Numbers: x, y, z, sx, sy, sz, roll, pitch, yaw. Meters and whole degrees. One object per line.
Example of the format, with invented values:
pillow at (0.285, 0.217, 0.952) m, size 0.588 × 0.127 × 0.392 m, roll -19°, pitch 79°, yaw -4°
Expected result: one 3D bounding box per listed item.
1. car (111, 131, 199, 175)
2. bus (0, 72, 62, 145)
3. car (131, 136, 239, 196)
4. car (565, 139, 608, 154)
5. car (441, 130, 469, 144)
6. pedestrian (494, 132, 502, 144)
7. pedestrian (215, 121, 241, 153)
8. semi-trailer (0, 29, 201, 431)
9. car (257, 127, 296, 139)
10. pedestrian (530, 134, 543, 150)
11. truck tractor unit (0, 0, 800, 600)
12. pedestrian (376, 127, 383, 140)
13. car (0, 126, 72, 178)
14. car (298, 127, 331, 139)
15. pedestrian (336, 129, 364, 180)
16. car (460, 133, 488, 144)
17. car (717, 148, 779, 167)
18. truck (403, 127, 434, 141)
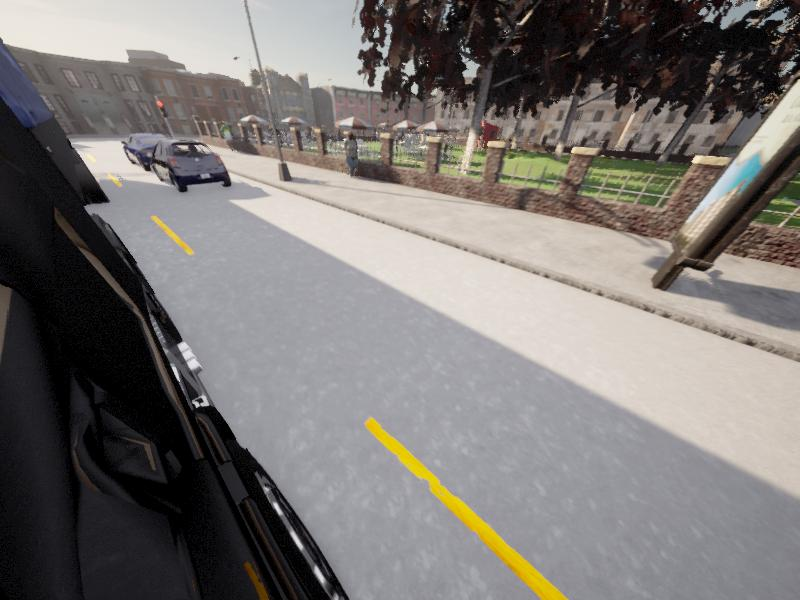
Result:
car at (-12.570, -7.635, 11.815) m, size 4.674 × 1.442 × 1.812 m, roll 27°, pitch 43°, yaw 29°
bus at (-32.735, -13.183, 15.611) m, size 3.944 × 4.253 × 10.273 m, roll 28°, pitch 43°, yaw 30°
car at (-8.257, -5.296, 8.898) m, size 3.633 × 1.501 × 1.845 m, roll 28°, pitch 44°, yaw 29°
car at (29.049, -24.026, 36.106) m, size 4.902 × 1.511 × 2.128 m, roll 28°, pitch 44°, yaw 30°
car at (10.422, -30.980, 43.907) m, size 4.605 × 1.855 × 1.932 m, roll 28°, pitch 44°, yaw 30°
pedestrian at (19.531, -32.391, 46.141) m, size 0.751 × 1.860 × 0.751 m, roll -24°, pitch 44°, yaw -31°
pedestrian at (-12.754, -12.095, 17.159) m, size 0.751 × 1.860 × 0.751 m, roll 29°, pitch 44°, yaw 30°
semi-trailer at (-8.631, -3.653, 4.288) m, size 14.254 × 4.402 × 2.717 m, roll 29°, pitch 44°, yaw 30°
car at (-18.720, -25.387, 35.164) m, size 1.895 × 1.301 × 4.718 m, roll 28°, pitch 44°, yaw 30°
pedestrian at (20.327, -23.544, 34.426) m, size 0.751 × 1.860 × 0.751 m, roll -22°, pitch 43°, yaw -29°
truck tractor unit at (-2.645, -0.295, 0.351) m, size 6.516 × 4.208 × 3.053 m, roll 28°, pitch 44°, yaw 30°
pedestrian at (-3.587, -29.232, 40.522) m, size 0.751 × 1.860 × 0.751 m, roll 26°, pitch 43°, yaw 28°
car at (-16.706, -6.612, 10.133) m, size 4.514 × 1.525 × 2.007 m, roll 28°, pitch 44°, yaw 29°
car at (-14.447, -28.469, 39.322) m, size 1.882 × 1.535 × 5.008 m, roll 28°, pitch 44°, yaw 30°
pedestrian at (-2.228, -6.522, 10.411) m, size 0.751 × 1.860 × 0.751 m, roll 28°, pitch 44°, yaw 30°
car at (14.527, -31.700, 45.406) m, size 4.514 × 1.525 × 2.007 m, roll 28°, pitch 44°, yaw 30°
car at (41.804, -17.294, 27.924) m, size 3.633 × 1.501 × 1.845 m, roll 28°, pitch 44°, yaw 30°
truck at (3.997, -36.300, 50.402) m, size 6.274 × 2.098 × 2.390 m, roll 13°, pitch 38°, yaw 14°
